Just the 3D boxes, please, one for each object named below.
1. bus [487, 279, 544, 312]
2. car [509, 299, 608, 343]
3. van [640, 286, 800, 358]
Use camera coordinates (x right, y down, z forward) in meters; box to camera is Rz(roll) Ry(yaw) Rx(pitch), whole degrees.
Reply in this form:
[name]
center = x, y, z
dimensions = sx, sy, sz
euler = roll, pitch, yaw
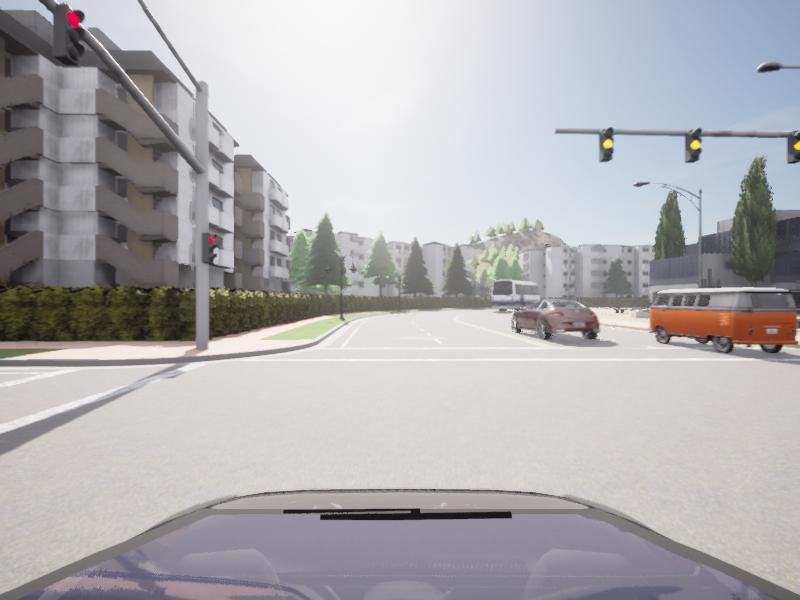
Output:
[bus]
center = 16.461, -0.524, 56.270
dimensions = 3.944, 4.253, 10.273
euler = -1, 0, 39
[car]
center = 6.594, 0.784, 17.446
dimensions = 2.152, 1.651, 5.027
euler = 0, 0, -3
[van]
center = 10.261, 0.601, 13.303
dimensions = 1.775, 1.987, 4.442
euler = 0, 0, -2
